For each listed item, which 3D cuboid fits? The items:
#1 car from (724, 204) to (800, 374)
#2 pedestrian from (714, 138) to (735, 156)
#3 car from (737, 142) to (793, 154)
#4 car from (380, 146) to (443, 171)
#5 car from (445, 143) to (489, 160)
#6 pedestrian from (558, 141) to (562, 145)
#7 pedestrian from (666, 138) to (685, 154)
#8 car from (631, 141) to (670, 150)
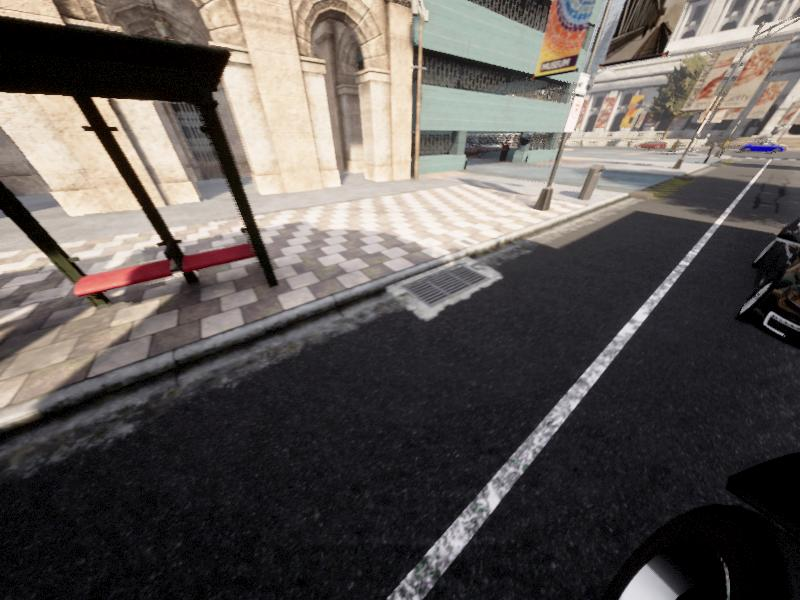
[{"bbox_3d":[6.781,-0.427,3.170,4.892,1.490,1.837,-23,41,-29],"label":"car"},{"bbox_3d":[41.133,-19.470,29.311,0.751,1.860,0.751,-24,41,-29],"label":"pedestrian"},{"bbox_3d":[54.696,-22.894,34.708,1.816,1.474,4.193,-23,41,-28],"label":"car"},{"bbox_3d":[1.008,-11.824,19.208,4.786,1.482,2.161,-23,41,-29],"label":"car"},{"bbox_3d":[7.961,-17.728,27.461,4.902,1.511,2.128,-23,41,-29],"label":"car"},{"bbox_3d":[45.366,-44.535,65.467,0.500,1.100,0.500,-17,38,-22],"label":"pedestrian"},{"bbox_3d":[37.664,-21.056,31.582,0.751,1.860,0.751,-14,37,-18],"label":"pedestrian"},{"bbox_3d":[49.381,-30.591,45.658,2.163,1.488,4.792,-23,41,-28],"label":"car"}]
